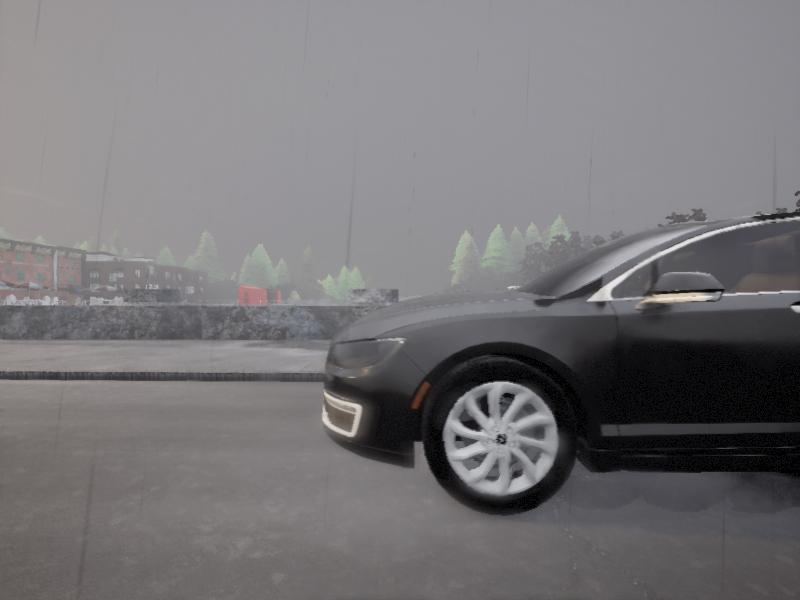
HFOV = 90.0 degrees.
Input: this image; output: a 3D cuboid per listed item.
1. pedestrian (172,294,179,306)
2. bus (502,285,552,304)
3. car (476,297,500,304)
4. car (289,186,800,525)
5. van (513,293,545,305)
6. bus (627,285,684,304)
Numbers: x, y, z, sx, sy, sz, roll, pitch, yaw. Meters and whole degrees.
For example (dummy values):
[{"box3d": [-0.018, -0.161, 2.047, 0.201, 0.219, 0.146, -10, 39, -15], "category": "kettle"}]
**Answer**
[{"box3d": [-35.779, -0.043, 63.783, 0.751, 1.860, 0.751, 0, 0, 32], "category": "pedestrian"}, {"box3d": [29.175, -1.139, 92.124, 10.273, 4.253, 3.944, 0, 0, 2], "category": "bus"}, {"box3d": [19.419, 0.196, 88.563, 4.974, 1.542, 2.038, 0, 0, 2], "category": "car"}, {"box3d": [1.972, 0.246, 2.673, 4.892, 1.490, 1.837, 0, 0, 2], "category": "car"}, {"box3d": [28.364, -0.227, 88.267, 6.366, 2.431, 2.351, 0, 0, 2], "category": "van"}, {"box3d": [58.046, -1.139, 91.176, 10.273, 4.253, 3.944, 0, 0, 2], "category": "bus"}]
